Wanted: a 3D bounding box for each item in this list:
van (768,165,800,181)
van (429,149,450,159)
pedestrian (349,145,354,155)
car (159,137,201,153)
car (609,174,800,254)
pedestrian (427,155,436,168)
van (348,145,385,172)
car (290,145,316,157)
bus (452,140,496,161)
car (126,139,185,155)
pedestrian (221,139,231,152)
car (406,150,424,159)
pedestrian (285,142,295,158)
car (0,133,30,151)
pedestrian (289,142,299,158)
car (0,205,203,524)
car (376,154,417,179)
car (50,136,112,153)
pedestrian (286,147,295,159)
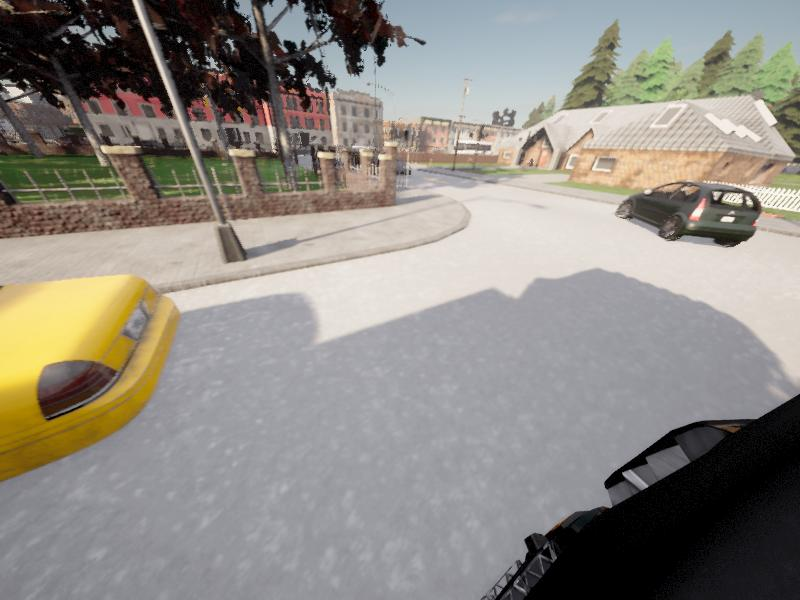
[{"bbox_3d":[77.917,-24.624,44.872,2.351,2.431,6.366,-16,38,-26],"label":"van"},{"bbox_3d":[9.502,-35.015,55.373,4.442,1.987,1.775,-16,38,-26],"label":"van"},{"bbox_3d":[-10.494,-32.317,49.748,0.751,1.860,0.751,-19,39,-29],"label":"pedestrian"},{"bbox_3d":[-32.463,-22.954,34.265,3.866,1.878,1.905,-16,38,-26],"label":"car"},{"bbox_3d":[9.725,-3.232,8.051,1.851,1.617,3.988,11,34,11],"label":"car"},{"bbox_3d":[3.838,-16.975,28.288,0.751,1.300,0.751,-10,36,-19],"label":"pedestrian"},{"bbox_3d":[-3.506,-14.628,23.784,2.069,2.038,4.480,-16,38,-26],"label":"van"},{"bbox_3d":[-17.105,-26.321,40.787,3.633,1.501,1.845,3,34,0],"label":"car"},{"bbox_3d":[19.125,-38.415,59.561,10.273,4.253,3.944,-16,38,-26],"label":"bus"},{"bbox_3d":[-32.201,-20.312,30.678,4.892,1.490,1.837,-17,38,-26],"label":"car"},{"bbox_3d":[-30.251,-26.937,40.205,0.751,1.860,0.751,-8,35,-15],"label":"pedestrian"},{"bbox_3d":[3.380,-33.065,52.430,3.633,1.501,1.845,-16,38,-26],"label":"car"},{"bbox_3d":[-15.908,-21.716,33.435,0.751,1.860,0.751,8,34,8],"label":"pedestrian"},{"bbox_3d":[-44.251,-16.881,24.604,4.514,1.525,2.007,-16,38,-26],"label":"car"},{"bbox_3d":[-15.471,-21.900,33.743,0.751,1.860,0.751,-2,34,-7],"label":"pedestrian"},{"bbox_3d":[-4.582,0.798,0.964,5.366,1.575,1.801,-16,38,-25],"label":"car"},{"bbox_3d":[-0.423,-11.326,19.517,1.845,1.501,3.633,-16,38,-26],"label":"car"},{"bbox_3d":[-38.027,-18.672,27.729,3.705,1.549,1.789,-16,38,-26],"label":"car"},{"bbox_3d":[-14.713,-19.741,31.064,0.751,1.300,0.751,-16,38,-26],"label":"pedestrian"}]
